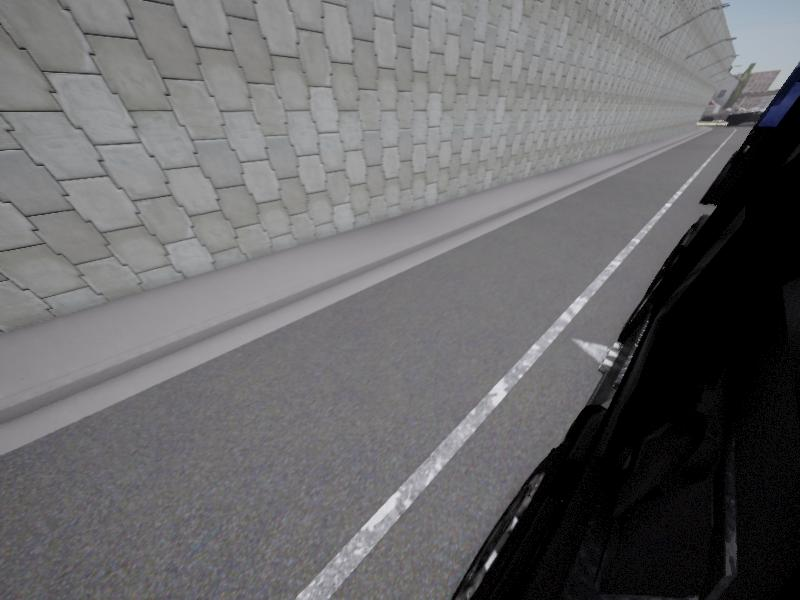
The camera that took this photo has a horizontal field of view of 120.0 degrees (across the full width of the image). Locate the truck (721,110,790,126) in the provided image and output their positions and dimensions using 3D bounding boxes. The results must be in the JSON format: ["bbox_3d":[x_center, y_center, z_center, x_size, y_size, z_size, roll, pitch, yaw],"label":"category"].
[{"bbox_3d":[65.283,-33.564,42.671,2.390,2.098,6.274,-14,39,-15],"label":"truck"}]

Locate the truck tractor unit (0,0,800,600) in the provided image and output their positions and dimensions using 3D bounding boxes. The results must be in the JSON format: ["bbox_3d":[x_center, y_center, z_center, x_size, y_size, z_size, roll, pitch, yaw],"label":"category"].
[{"bbox_3d":[2.645,-0.295,0.351,6.516,4.208,3.053,-28,44,-30],"label":"truck tractor unit"}]

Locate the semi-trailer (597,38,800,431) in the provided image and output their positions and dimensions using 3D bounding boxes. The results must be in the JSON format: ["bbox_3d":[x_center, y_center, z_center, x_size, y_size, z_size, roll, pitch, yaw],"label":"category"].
[{"bbox_3d":[8.733,-3.577,4.199,14.254,4.402,2.717,-28,44,-29],"label":"semi-trailer"}]

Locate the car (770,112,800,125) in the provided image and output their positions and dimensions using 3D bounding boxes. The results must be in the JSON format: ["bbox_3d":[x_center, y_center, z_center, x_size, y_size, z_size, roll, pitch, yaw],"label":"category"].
[{"bbox_3d":[70.260,-32.208,40.857,2.097,1.767,4.553,-22,41,-24],"label":"car"}]

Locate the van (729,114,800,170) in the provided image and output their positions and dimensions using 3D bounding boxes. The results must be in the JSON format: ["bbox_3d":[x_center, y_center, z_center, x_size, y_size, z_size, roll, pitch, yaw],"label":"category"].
[{"bbox_3d":[18.487,-7.866,11.356,4.442,1.987,1.775,-28,44,-30],"label":"van"}]
